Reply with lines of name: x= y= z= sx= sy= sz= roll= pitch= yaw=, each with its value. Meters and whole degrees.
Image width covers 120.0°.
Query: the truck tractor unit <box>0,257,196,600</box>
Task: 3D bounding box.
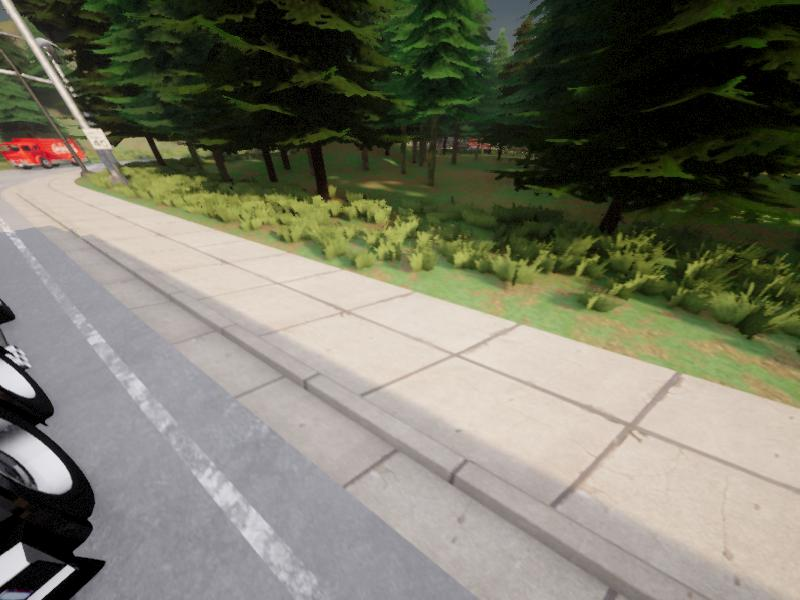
truck tractor unit: x=-5.107 y=-0.301 z=0.809 sx=6.516 sy=4.208 sz=3.053 roll=18 pitch=39 yaw=25

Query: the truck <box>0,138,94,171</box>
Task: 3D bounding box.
truck: x=-35.311 y=-14.537 z=22.943 sx=2.627 sy=2.467 sz=5.204 roll=-5 pitch=35 yaw=-6
